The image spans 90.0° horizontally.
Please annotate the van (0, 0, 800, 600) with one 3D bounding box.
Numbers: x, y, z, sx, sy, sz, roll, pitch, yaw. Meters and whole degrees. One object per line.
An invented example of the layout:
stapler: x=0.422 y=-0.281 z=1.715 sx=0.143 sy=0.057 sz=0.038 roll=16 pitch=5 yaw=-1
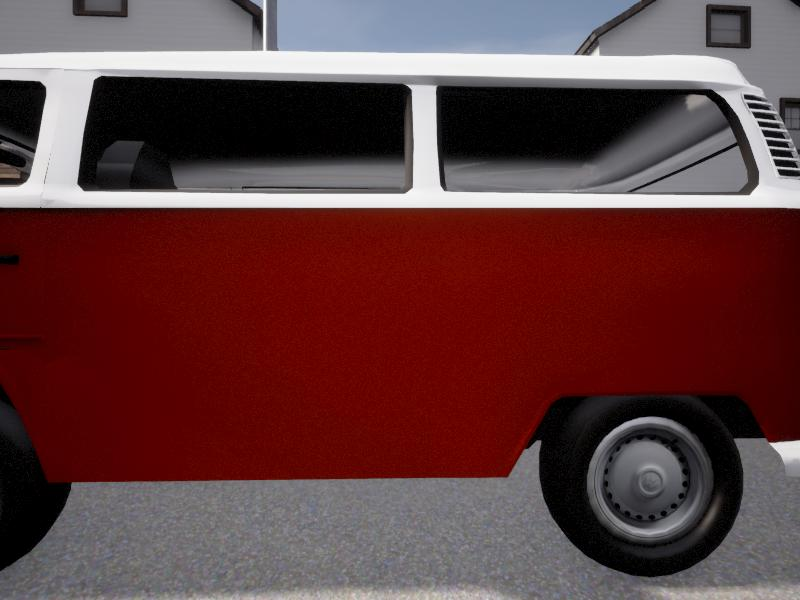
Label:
van: x=-0.423 y=-0.028 z=2.192 sx=4.480 sy=2.038 sz=2.069 roll=0 pitch=0 yaw=-2
